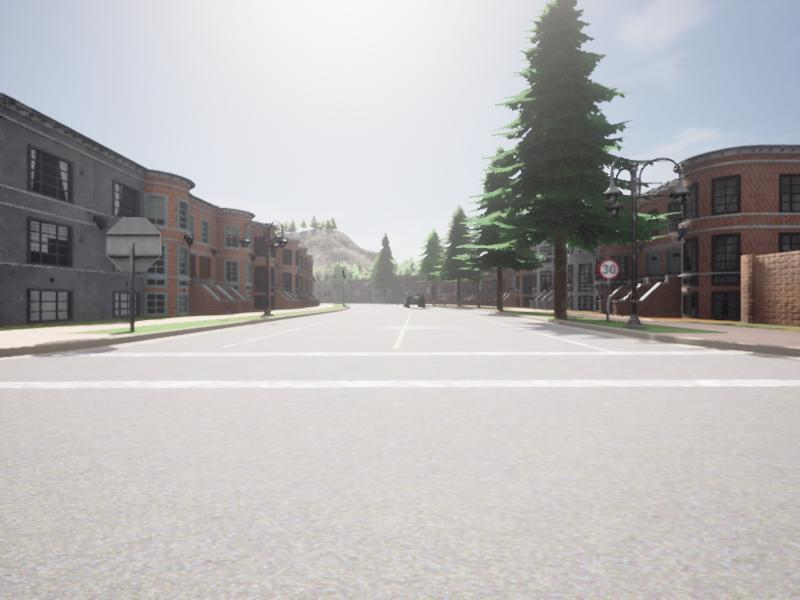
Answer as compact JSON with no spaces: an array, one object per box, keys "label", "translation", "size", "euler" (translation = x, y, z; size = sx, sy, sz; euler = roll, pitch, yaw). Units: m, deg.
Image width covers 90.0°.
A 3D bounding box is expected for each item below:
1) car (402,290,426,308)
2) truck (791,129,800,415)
[{"label":"car","translation":[1.629,-0.069,48.252],"size":[2.150,2.045,5.566],"euler":[0,0,-6]},{"label":"truck","translation":[6.057,-0.242,2.225],"size":[5.204,2.467,2.627],"euler":[0,0,0]}]
